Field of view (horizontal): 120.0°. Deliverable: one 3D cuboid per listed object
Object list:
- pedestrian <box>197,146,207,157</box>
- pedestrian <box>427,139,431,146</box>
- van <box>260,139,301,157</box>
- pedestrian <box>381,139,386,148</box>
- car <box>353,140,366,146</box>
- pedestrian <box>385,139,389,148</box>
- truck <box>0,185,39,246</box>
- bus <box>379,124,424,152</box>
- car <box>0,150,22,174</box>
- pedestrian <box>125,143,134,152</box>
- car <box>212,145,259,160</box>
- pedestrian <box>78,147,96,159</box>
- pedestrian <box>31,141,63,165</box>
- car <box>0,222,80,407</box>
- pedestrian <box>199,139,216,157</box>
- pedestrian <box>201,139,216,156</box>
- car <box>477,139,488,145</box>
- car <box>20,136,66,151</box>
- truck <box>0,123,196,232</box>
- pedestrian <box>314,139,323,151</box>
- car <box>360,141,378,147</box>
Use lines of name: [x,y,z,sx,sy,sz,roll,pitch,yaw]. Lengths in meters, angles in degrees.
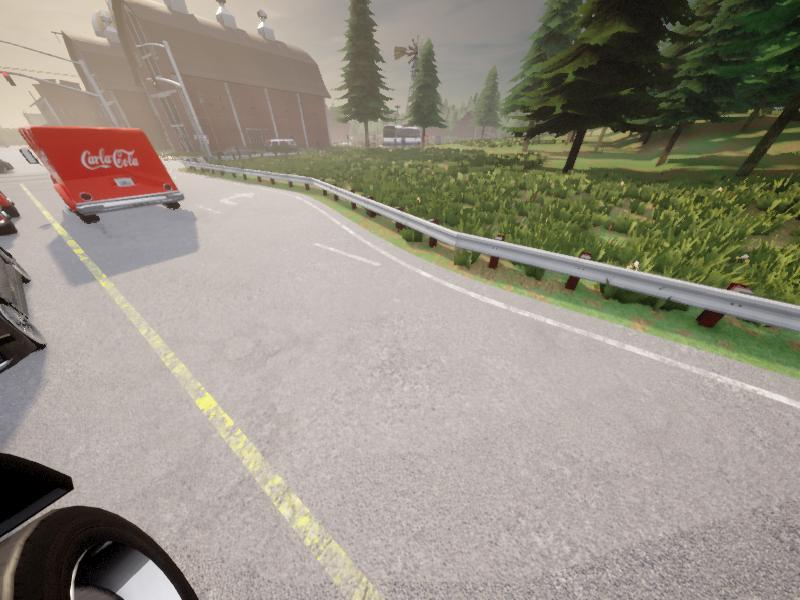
pedestrian: [-25.157,-18.881,29.344,0.500,1.100,0.500,30,45,35]
pedestrian: [8.554,-46.582,68.273,0.751,1.860,0.751,22,40,27]
van: [-17.004,-21.833,33.085,2.069,2.038,4.480,22,41,28]
pedestrian: [-3.784,-36.298,53.576,0.751,1.860,0.751,23,41,29]
car: [-13.454,-52.057,76.526,1.816,1.474,4.193,22,40,27]
pedestrian: [-3.062,-37.374,55.110,0.751,1.860,0.751,-12,37,-17]
truck: [-12.588,-2.885,5.777,5.204,2.467,2.627,22,40,27]
bus: [0.581,-33.737,48.201,3.944,4.253,10.273,22,41,28]
car: [-29.978,-9.175,15.572,1.994,1.385,4.181,4,35,5]
pedestrian: [-41.513,-23.458,35.477,0.500,1.100,0.500,-26,43,-32]
car: [-20.553,-18.655,29.130,1.994,1.385,4.181,22,41,28]
pedestrian: [-33.744,-15.816,24.883,0.500,1.100,0.500,1,35,1]
pedestrian: [-32.732,-13.651,21.420,0.751,1.860,0.751,21,40,26]
car: [-6.375,-0.093,2.710,4.902,1.511,2.128,22,41,28]
pedestrian: [-24.553,-19.467,29.520,0.751,1.860,0.751,14,37,18]
pedestrian: [-24.880,-19.842,30.051,0.751,1.860,0.751,27,43,33]
car: [30.933,-59.299,86.795,1.905,1.878,3.866,-5,36,-8]
car: [-65.233,-28.689,42.290,3.866,1.878,1.905,-6,41,-6]
truck: [-10.274,-4.406,7.956,5.204,2.467,2.627,21,40,27]
pedestrian: [-14.607,-27.775,41.393,0.751,1.860,0.751,22,41,28]
car: [-8.940,-44.680,66.096,4.902,1.511,2.128,21,40,27]
